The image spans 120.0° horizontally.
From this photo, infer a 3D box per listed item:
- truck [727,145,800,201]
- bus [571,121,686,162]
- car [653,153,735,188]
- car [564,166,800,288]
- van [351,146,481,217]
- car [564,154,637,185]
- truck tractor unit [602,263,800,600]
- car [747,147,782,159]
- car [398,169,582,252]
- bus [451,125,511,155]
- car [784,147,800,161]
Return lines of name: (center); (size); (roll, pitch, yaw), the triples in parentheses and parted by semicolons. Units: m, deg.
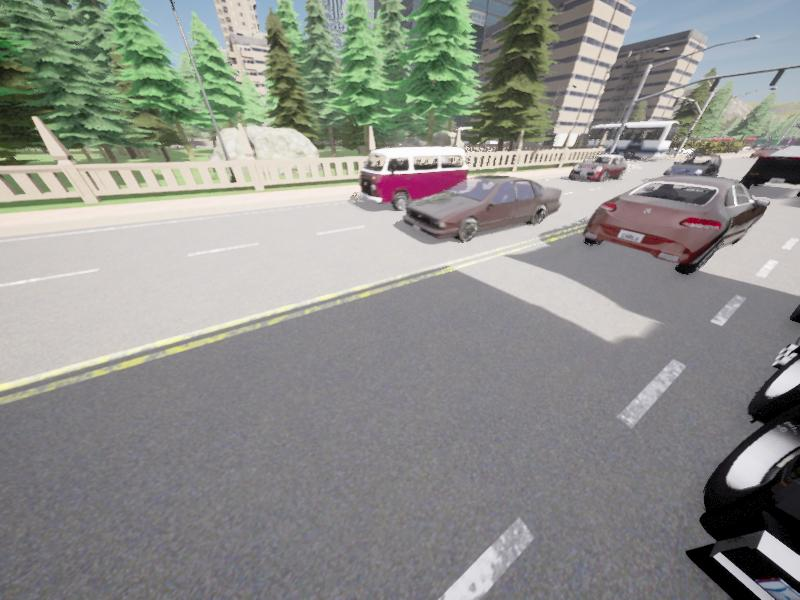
truck: (20.769, -6.858, 12.165); (6.274, 2.098, 2.390); (-18, 39, -25)
bus: (31.811, -22.775, 33.207); (3.944, 4.253, 10.273); (-18, 39, -24)
car: (18.414, -8.200, 14.503); (3.988, 1.617, 1.851); (-18, 39, -24)
car: (6.912, -2.144, 5.708); (5.027, 1.651, 2.152); (-18, 39, -24)
van: (0.653, -4.899, 9.240); (4.480, 2.038, 2.069); (-18, 39, -25)
car: (13.345, -8.804, 15.438); (3.806, 1.475, 1.970); (-18, 39, -24)
truck tractor unit: (5.105, -0.307, 0.779); (6.516, 4.208, 3.053); (-19, 39, -24)
car: (57.431, -23.195, 36.411); (4.514, 1.525, 2.007); (-18, 39, -24)
car: (2.768, -3.014, 7.119); (5.357, 1.411, 2.033); (-18, 39, -24)
bus: (15.282, -31.147, 45.066); (3.944, 4.253, 10.273); (-20, 39, -26)
car: (59.568, -21.582, 34.114); (4.974, 1.542, 2.038); (-18, 39, -24)
